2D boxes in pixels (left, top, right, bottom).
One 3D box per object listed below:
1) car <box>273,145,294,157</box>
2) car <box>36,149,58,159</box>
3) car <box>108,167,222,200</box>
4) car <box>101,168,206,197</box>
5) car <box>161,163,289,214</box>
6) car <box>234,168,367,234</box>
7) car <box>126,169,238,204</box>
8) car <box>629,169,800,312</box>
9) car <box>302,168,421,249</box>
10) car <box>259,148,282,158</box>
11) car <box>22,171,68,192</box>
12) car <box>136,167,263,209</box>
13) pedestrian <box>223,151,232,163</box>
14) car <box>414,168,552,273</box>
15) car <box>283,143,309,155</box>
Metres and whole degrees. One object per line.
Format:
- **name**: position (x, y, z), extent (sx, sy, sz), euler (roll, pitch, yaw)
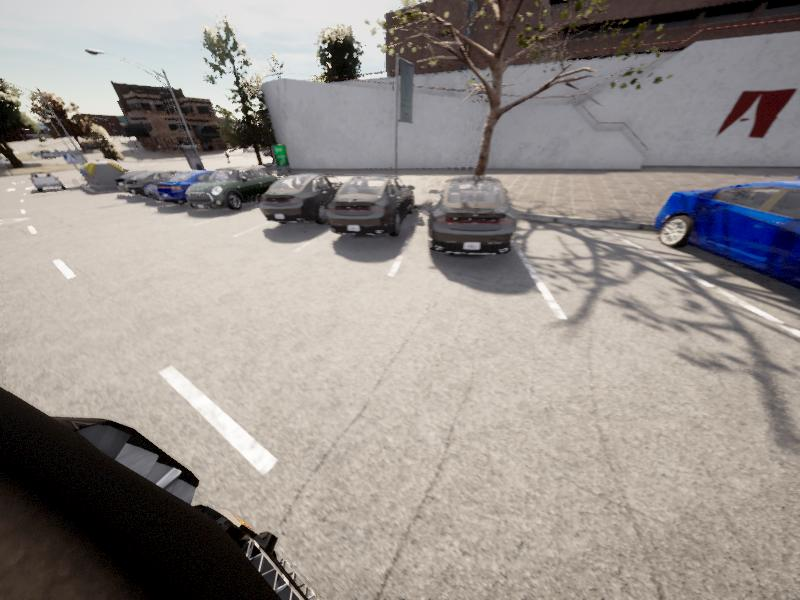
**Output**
- **car**: position (-27.219, -34.943, 54.046), extent (4.442, 1.987, 1.878), euler (22, 44, 27)
- **car**: position (-81.922, -33.831, 53.599), extent (3.988, 1.617, 1.851), euler (24, 41, 27)
- **car**: position (-15.650, -8.104, 15.884), extent (2.231, 1.521, 4.892), euler (6, 33, 13)
- **car**: position (-18.076, -8.939, 17.374), extent (2.163, 1.488, 4.792), euler (7, 33, 14)
- **car**: position (-8.236, -5.785, 11.637), extent (2.185, 1.767, 4.553), euler (6, 33, 12)
- **car**: position (-3.238, -4.089, 8.969), extent (2.231, 1.521, 4.892), euler (5, 33, 11)
- **car**: position (-13.186, -7.247, 14.488), extent (2.002, 1.452, 4.674), euler (7, 33, 13)
- **car**: position (6.964, -1.090, 3.790), extent (2.097, 1.535, 5.008), euler (4, 33, 9)
- **car**: position (-0.709, -3.322, 7.644), extent (2.231, 1.521, 4.892), euler (5, 33, 10)
- **car**: position (-29.742, -33.642, 52.925), extent (5.008, 1.535, 2.097), euler (22, 44, 27)
- **car**: position (-33.994, -11.451, 22.206), extent (3.633, 1.501, 1.845), euler (21, 39, 32)
- **car**: position (-10.727, -6.463, 13.058), extent (2.097, 1.535, 5.008), euler (6, 33, 12)
- **pedestrian**: position (-33.163, -27.387, 44.329), extent (0.751, 1.860, 0.751), euler (-21, 41, -29)
- **car**: position (1.836, -2.565, 6.338), extent (2.231, 1.521, 4.892), euler (4, 33, 10)
- **car**: position (-24.915, -36.171, 55.408), extent (5.566, 2.045, 2.435), euler (22, 45, 27)
